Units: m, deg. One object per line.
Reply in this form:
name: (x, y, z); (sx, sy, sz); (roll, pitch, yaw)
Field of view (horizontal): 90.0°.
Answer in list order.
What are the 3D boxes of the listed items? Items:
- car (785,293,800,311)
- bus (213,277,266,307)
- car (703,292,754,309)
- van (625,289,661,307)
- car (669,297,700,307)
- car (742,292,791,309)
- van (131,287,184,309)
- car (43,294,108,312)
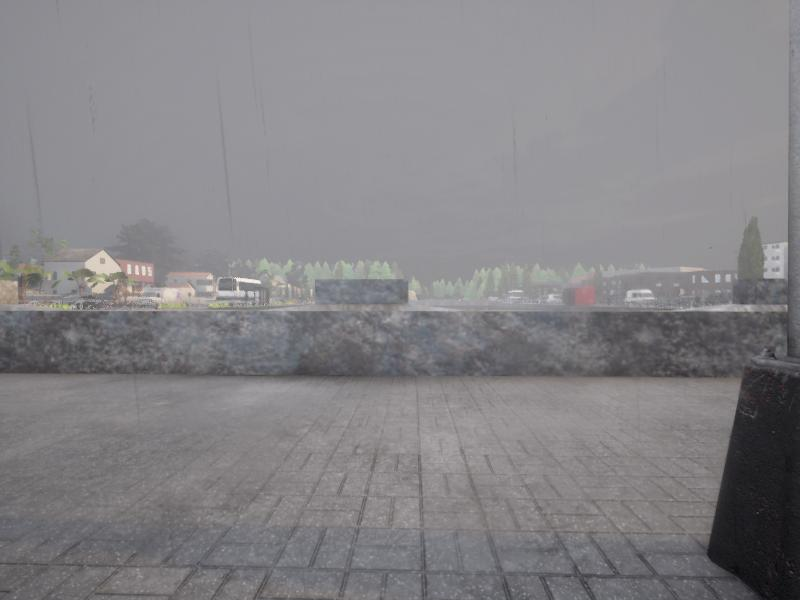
car: (36.340, 0.201, 34.239); (1.801, 1.575, 5.366); (0, 0, 2)
bus: (-24.591, -1.135, 62.129); (3.944, 4.253, 10.273); (0, 0, 2)
car: (36.695, 0.053, 44.857); (1.932, 1.855, 4.605); (0, 0, 2)
van: (37.246, -0.274, 61.494); (1.988, 2.561, 5.915); (0, 0, 2)
car: (41.134, 0.253, 57.970); (1.970, 1.475, 3.806); (0, 0, 2)
car: (40.686, 0.046, 44.529); (1.905, 1.878, 3.866); (0, 0, 2)
van: (-28.946, -0.222, 48.170); (2.351, 2.431, 6.366); (0, 0, 2)
car: (-29.340, 0.245, 36.423); (1.837, 1.490, 4.892); (0, 0, 2)
